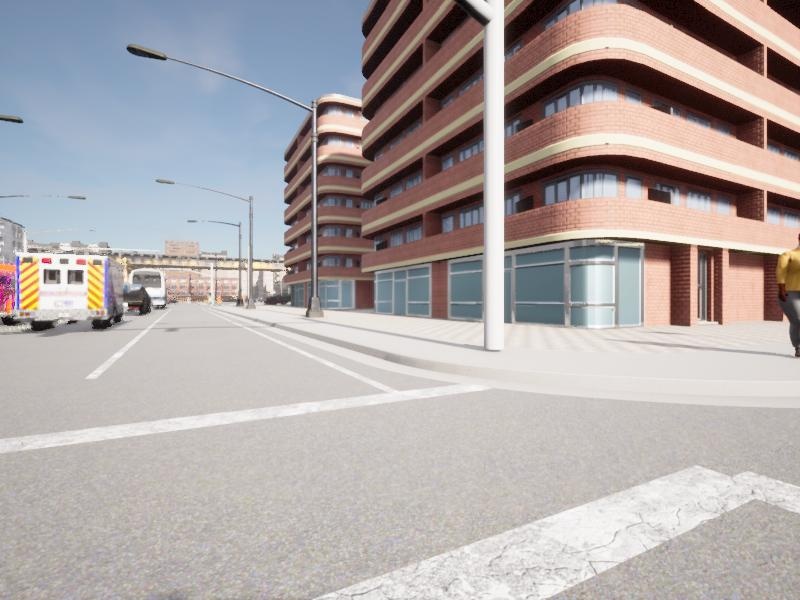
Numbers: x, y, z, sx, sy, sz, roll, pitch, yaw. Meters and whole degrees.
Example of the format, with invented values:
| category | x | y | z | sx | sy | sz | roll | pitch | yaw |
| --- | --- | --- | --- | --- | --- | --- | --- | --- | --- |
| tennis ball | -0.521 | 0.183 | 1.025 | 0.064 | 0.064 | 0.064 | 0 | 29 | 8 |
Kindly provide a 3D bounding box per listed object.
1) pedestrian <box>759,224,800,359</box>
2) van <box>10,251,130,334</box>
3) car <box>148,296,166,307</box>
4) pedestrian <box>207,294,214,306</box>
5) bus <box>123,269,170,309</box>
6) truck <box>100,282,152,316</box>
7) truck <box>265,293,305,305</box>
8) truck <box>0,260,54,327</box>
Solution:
| category | x | y | z | sx | sy | sz | roll | pitch | yaw |
| --- | --- | --- | --- | --- | --- | --- | --- | --- | --- |
| pedestrian | 5.851 | -0.115 | 5.763 | 0.751 | 1.860 | 0.751 | 0 | 0 | 16 |
| van | -11.994 | -0.222 | 15.158 | 2.351 | 2.431 | 6.366 | 0 | 0 | -29 |
| car | -36.663 | 0.196 | 60.390 | 2.038 | 1.542 | 4.974 | 0 | 0 | -29 |
| pedestrian | -30.411 | -0.014 | 64.194 | 0.751 | 1.860 | 0.751 | 0 | 0 | -39 |
| bus | -29.584 | -1.148 | 47.146 | 3.944 | 4.253 | 10.273 | 0 | 0 | -29 |
| truck | -19.178 | -0.058 | 28.324 | 2.390 | 2.098 | 6.274 | 0 | 0 | -29 |
| truck | -20.145 | -0.210 | 70.222 | 6.274 | 2.098 | 2.390 | -1 | 0 | -27 |
| truck | -16.753 | -0.243 | 16.576 | 2.627 | 2.467 | 5.204 | 0 | 0 | -28 |
